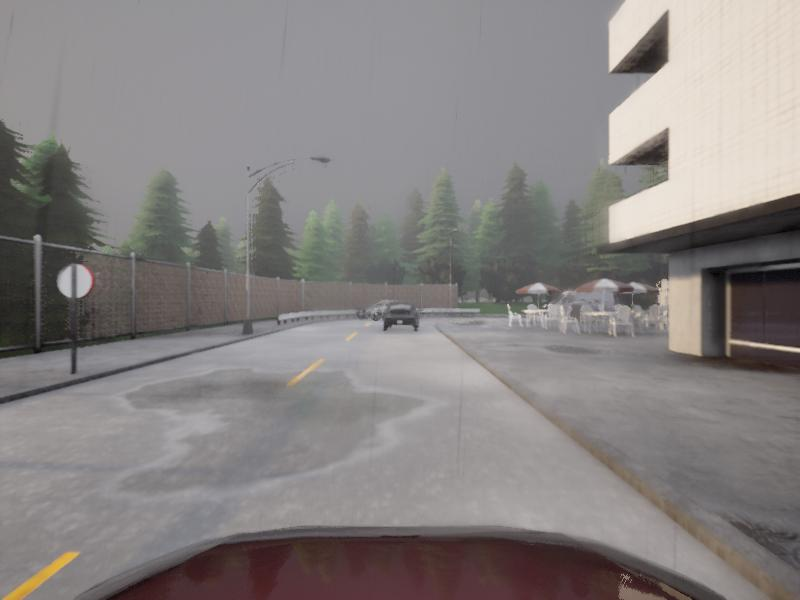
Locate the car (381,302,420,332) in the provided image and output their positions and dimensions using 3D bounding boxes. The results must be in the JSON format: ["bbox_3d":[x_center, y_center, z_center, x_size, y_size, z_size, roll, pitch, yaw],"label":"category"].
[{"bbox_3d":[0.144,0.853,22.306,1.837,1.490,4.892,0,0,4],"label":"car"}]

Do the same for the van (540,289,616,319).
[{"bbox_3d":[15.856,0.337,35.830,5.915,2.561,1.988,0,0,0],"label":"van"}]

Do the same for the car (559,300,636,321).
[{"bbox_3d":[15.627,0.792,31.876,5.027,1.651,2.152,0,0,0],"label":"car"}]

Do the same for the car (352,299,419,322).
[{"bbox_3d":[-1.074,0.794,31.569,5.027,1.651,2.152,0,0,-42],"label":"car"}]

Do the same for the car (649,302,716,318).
[{"bbox_3d":[25.215,0.883,35.823,4.674,1.442,1.812,0,0,0],"label":"car"}]
